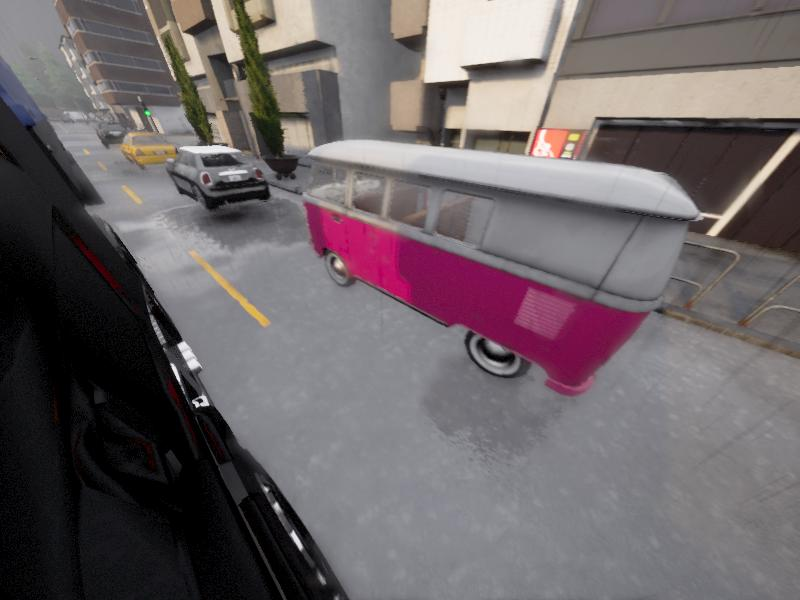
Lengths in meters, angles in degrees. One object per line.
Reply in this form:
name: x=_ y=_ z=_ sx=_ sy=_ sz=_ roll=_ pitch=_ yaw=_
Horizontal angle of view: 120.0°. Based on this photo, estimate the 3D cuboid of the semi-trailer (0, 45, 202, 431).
semi-trailer: x=-8.704 y=-3.588 z=4.240 sx=14.254 sy=4.402 sz=2.717 roll=28 pitch=44 yaw=30

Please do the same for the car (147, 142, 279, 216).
car: x=-6.089 y=-4.151 z=7.562 sx=3.806 sy=1.475 sz=1.970 roll=28 pitch=44 yaw=30

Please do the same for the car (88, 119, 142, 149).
car: x=-24.030 y=-14.061 z=19.507 sx=4.553 sy=1.767 sz=2.097 roll=32 pitch=46 yaw=33

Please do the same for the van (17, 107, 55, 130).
van: x=-54.965 y=-27.408 z=34.988 sx=5.915 sy=2.561 sz=1.988 roll=28 pitch=44 yaw=30

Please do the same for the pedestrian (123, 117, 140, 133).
pedestrian: x=-37.757 y=-24.618 z=32.507 sx=0.751 sy=1.860 sz=0.751 roll=27 pitch=44 yaw=29

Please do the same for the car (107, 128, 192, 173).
car: x=-13.441 y=-8.101 z=12.331 sx=5.366 sy=1.575 sz=1.801 roll=28 pitch=44 yaw=30

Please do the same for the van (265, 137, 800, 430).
van: x=0.416 y=-0.904 z=3.170 sx=4.442 sy=1.987 sz=1.775 roll=28 pitch=44 yaw=30

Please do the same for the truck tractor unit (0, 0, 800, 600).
truck tractor unit: x=-2.645 y=-0.295 z=0.351 sx=6.516 sy=4.208 sz=3.053 roll=28 pitch=44 yaw=30
